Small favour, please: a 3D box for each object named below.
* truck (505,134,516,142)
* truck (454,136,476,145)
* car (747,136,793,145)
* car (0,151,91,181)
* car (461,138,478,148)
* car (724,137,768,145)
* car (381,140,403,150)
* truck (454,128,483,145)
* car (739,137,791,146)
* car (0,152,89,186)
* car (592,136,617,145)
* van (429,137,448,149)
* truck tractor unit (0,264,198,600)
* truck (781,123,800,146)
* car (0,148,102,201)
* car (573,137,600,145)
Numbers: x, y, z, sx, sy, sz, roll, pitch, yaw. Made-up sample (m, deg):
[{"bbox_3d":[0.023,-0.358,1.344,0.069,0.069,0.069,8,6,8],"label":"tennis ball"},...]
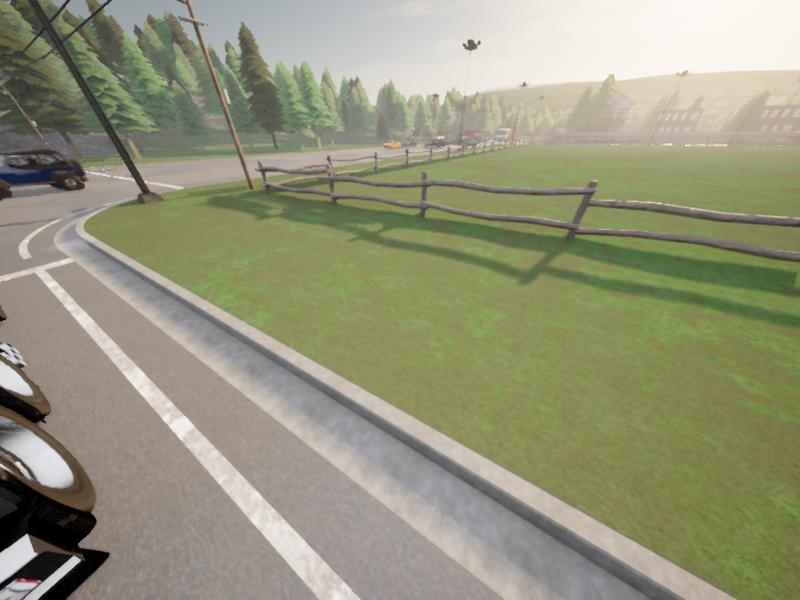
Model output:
[{"bbox_3d":[42.437,-62.097,88.492,2.627,2.467,5.204,19,40,25],"label":"truck"},{"bbox_3d":[18.075,-44.501,64.394,6.274,2.098,2.390,-28,44,-33],"label":"truck"},{"bbox_3d":[81.636,-35.265,51.129,5.008,1.535,1.882,19,40,25],"label":"car"},{"bbox_3d":[-26.708,-9.747,16.654,1.837,1.490,4.892,16,38,22],"label":"car"},{"bbox_3d":[15.773,-35.854,52.648,2.242,1.667,4.611,19,40,25],"label":"car"},{"bbox_3d":[75.744,-34.895,50.681,5.008,1.535,1.882,19,40,25],"label":"car"},{"bbox_3d":[-1.558,-30.822,45.907,1.882,1.535,5.008,19,40,25],"label":"car"},{"bbox_3d":[20.402,-48.772,68.874,8.468,3.827,2.891,-22,41,-27],"label":"truck"},{"bbox_3d":[75.116,-32.750,47.671,5.366,1.575,1.801,19,40,25],"label":"car"},{"bbox_3d":[-24.082,-8.282,14.546,2.128,1.511,4.902,16,39,22],"label":"car"},{"bbox_3d":[49.940,-39.021,56.506,3.866,1.878,1.905,19,40,25],"label":"car"},{"bbox_3d":[7.832,-32.256,47.374,2.069,2.038,4.480,19,40,25],"label":"van"},{"bbox_3d":[-5.115,-0.298,0.765,6.516,4.208,3.053,18,40,24],"label":"truck tractor unit"},{"bbox_3d":[84.677,-32.816,45.672,8.468,3.827,2.891,19,40,25],"label":"truck"},{"bbox_3d":[-18.234,-6.187,11.205,1.905,1.878,3.866,16,38,22],"label":"car"},{"bbox_3d":[48.726,-41.695,60.475,5.238,1.638,1.930,19,40,25],"label":"car"}]
